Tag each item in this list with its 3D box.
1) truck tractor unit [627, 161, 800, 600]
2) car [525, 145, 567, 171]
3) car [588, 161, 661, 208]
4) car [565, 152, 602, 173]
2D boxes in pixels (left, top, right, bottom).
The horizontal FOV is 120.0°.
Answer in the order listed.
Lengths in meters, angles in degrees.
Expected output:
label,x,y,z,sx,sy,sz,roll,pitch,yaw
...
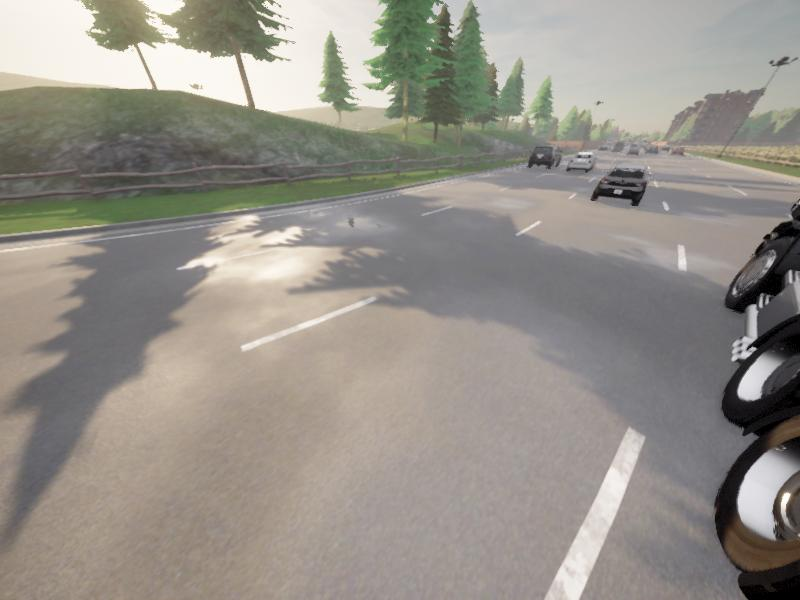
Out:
label,x,y,z,sx,sy,sz,roll,pitch,yaw
truck tractor unit,4.927,-0.449,1.011,6.516,4.208,3.053,-25,42,-32
car,15.492,-15.165,24.447,2.150,2.045,5.566,26,42,32
car,10.881,-5.778,11.239,1.816,1.474,4.193,26,42,33
car,17.637,-13.300,22.230,1.970,1.475,3.806,26,42,32
